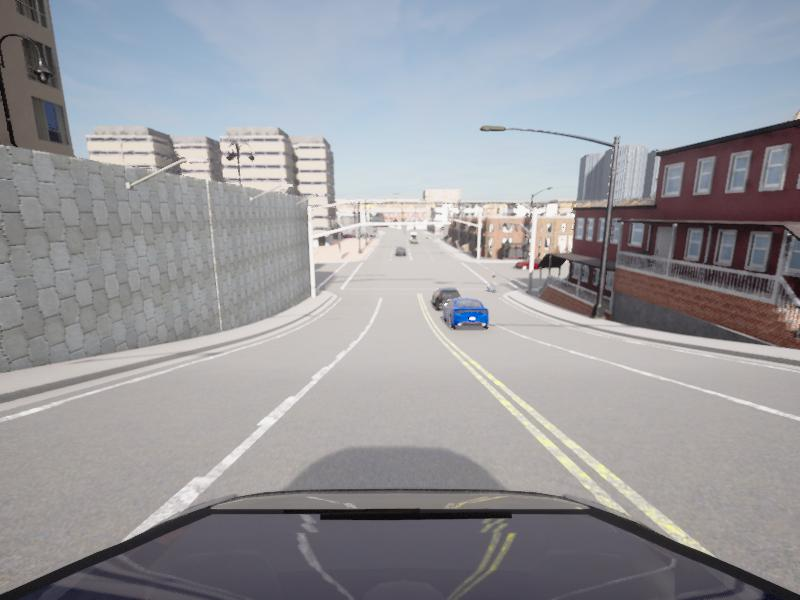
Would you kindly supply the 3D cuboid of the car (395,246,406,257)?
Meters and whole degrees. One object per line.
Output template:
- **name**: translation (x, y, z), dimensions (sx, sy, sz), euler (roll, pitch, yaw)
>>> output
- **car**: translation (0.133, -8.858, 72.770), dimensions (1.930, 1.638, 5.238), euler (0, 12, 0)

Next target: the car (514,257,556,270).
- **car**: translation (18.384, -4.956, 54.726), dimensions (5.008, 1.535, 1.882), euler (0, 12, 0)

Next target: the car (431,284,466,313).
- **car**: translation (3.556, -0.198, 30.182), dimensions (2.033, 1.649, 4.856), euler (0, 7, 0)

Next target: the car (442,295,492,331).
- **car**: translation (3.542, 0.618, 21.995), dimensions (1.882, 1.535, 5.008), euler (0, 3, 0)

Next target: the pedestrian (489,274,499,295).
- **pedestrian**: translation (8.815, -1.487, 37.531), dimensions (0.751, 1.860, 0.751), euler (0, 12, 2)
